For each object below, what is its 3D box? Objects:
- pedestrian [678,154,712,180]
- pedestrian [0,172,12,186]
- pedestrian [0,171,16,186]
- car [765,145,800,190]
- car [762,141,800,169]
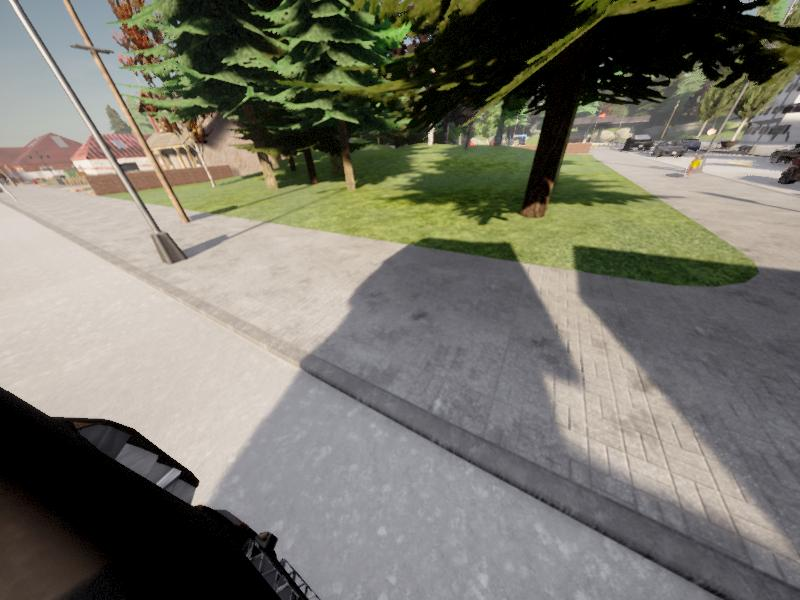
[{"bbox_3d":[14.790,-6.684,11.613,0.500,1.100,0.500,-13,35,-14],"label":"pedestrian"},{"bbox_3d":[-57.700,-17.556,33.344,0.751,1.860,0.751,10,36,19],"label":"pedestrian"},{"bbox_3d":[-55.318,-16.997,32.304,0.751,1.860,0.751,14,37,24],"label":"pedestrian"},{"bbox_3d":[17.077,-4.874,8.613,1.812,1.442,4.674,16,38,26],"label":"car"},{"bbox_3d":[25.753,-8.993,14.244,1.895,1.301,4.718,16,38,26],"label":"car"}]
